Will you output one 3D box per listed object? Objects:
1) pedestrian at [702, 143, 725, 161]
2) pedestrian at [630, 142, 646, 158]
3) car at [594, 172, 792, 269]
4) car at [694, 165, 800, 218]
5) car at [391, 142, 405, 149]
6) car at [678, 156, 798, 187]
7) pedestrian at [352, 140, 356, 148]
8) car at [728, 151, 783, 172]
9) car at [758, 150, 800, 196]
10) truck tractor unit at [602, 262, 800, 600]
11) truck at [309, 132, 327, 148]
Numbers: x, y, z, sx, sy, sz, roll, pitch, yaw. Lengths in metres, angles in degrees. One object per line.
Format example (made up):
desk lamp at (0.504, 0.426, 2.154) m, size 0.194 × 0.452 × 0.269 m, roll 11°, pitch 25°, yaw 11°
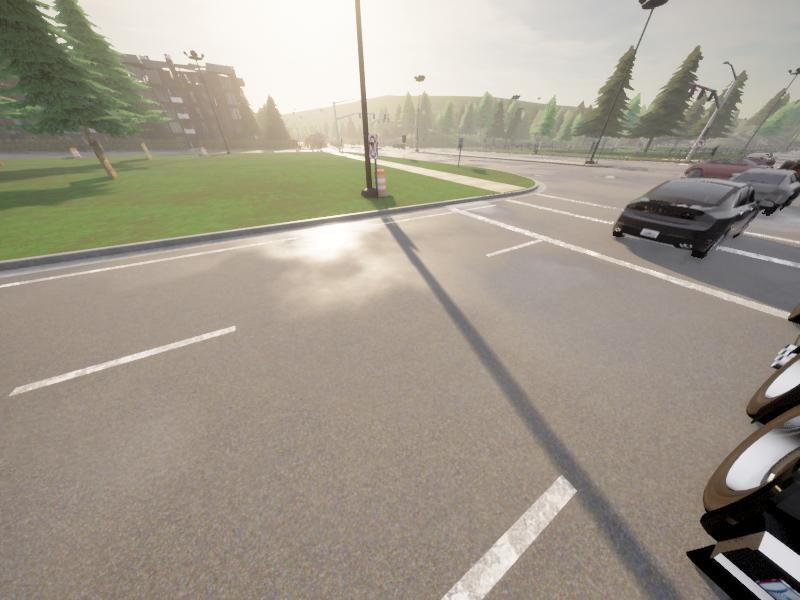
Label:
pedestrian at (38.892, -18.334, 28.670) m, size 0.751 × 1.860 × 0.751 m, roll -16°, pitch 38°, yaw -21°
pedestrian at (35.478, -22.401, 34.486) m, size 0.751 × 1.860 × 0.751 m, roll -16°, pitch 38°, yaw -21°
car at (7.835, -2.400, 6.189) m, size 4.892 × 1.490 × 1.837 m, roll -17°, pitch 39°, yaw -25°
car at (14.734, -4.605, 9.520) m, size 4.181 × 1.385 × 1.994 m, roll -18°, pitch 39°, yaw -24°
car at (-0.600, -45.787, 68.314) m, size 1.930 × 1.638 × 5.238 m, roll -18°, pitch 38°, yaw -24°
car at (22.521, -8.847, 15.668) m, size 1.994 × 1.385 × 4.181 m, roll -18°, pitch 39°, yaw -24°
pedestrian at (-14.336, -48.855, 72.364) m, size 0.751 × 1.860 × 0.751 m, roll -17°, pitch 39°, yaw -23°
car at (33.661, -13.140, 21.846) m, size 4.674 × 1.442 × 1.812 m, roll -18°, pitch 39°, yaw -25°
car at (21.477, -6.055, 11.191) m, size 1.905 × 1.878 × 3.866 m, roll -18°, pitch 39°, yaw -24°
truck tractor unit at (5.106, -0.305, 0.786) m, size 6.516 × 4.208 × 3.053 m, roll -18°, pitch 39°, yaw -24°
truck at (-26.220, -50.983, 73.683) m, size 2.891 × 3.827 × 8.468 m, roll -18°, pitch 39°, yaw -25°
